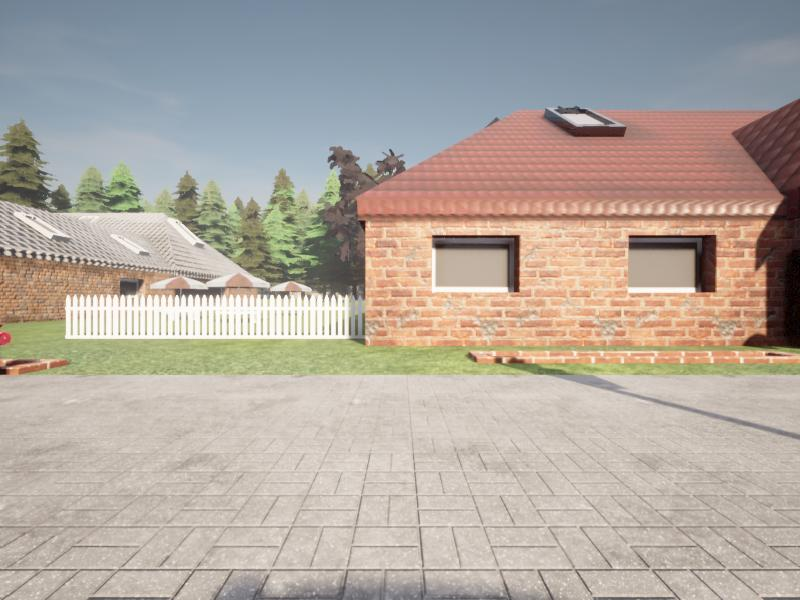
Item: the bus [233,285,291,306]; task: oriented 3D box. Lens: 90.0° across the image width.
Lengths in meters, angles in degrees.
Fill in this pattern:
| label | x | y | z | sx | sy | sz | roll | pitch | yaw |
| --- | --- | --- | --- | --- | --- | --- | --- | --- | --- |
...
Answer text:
| label | x | y | z | sx | sy | sz | roll | pitch | yaw |
| --- | --- | --- | --- | --- | --- | --- | --- | --- | --- |
| bus | -27.750 | -0.919 | 80.727 | 10.273 | 4.253 | 3.944 | 0 | 0 | 0 |
